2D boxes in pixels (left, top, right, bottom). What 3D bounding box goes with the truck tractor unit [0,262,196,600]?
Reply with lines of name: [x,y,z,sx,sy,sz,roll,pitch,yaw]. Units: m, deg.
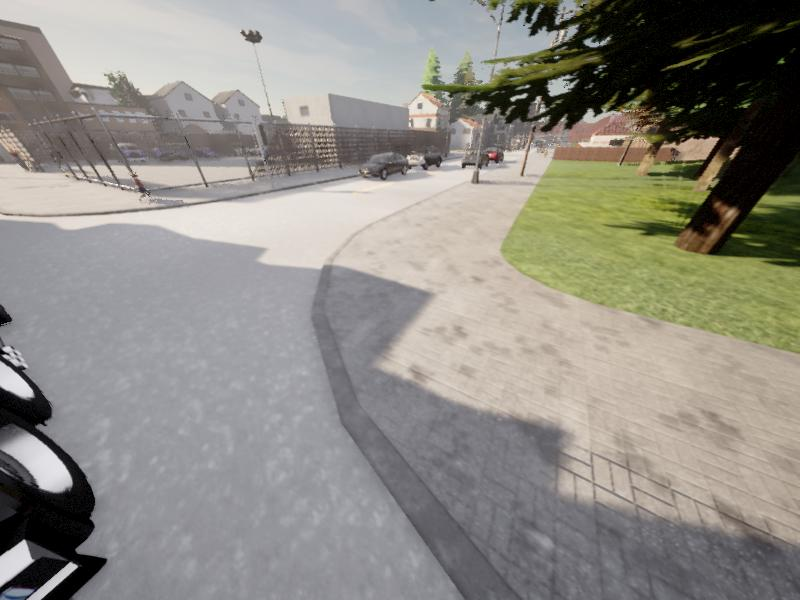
truck tractor unit: [-5.108,-0.303,0.791,6.516,4.208,3.053,18,39,24]

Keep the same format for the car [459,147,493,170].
car: [7.311,-13.551,22.024,1.851,1.617,3.988,18,39,25]

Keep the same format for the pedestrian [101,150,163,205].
pedestrian: [-10.862,-5.004,9.443,0.751,1.860,0.751,17,38,23]

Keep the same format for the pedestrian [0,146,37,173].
pedestrian: [-31.793,-11.694,19.282,0.751,1.860,0.751,18,39,25]

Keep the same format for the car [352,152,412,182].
car: [-1.100,-9.843,16.870,1.837,1.490,4.892,18,39,24]

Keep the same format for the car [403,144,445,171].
car: [2.286,-13.253,21.405,1.932,1.855,4.605,18,39,24]

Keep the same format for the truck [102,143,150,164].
truck: [-33.444,-17.941,28.233,4.478,2.038,2.069,18,39,25]
